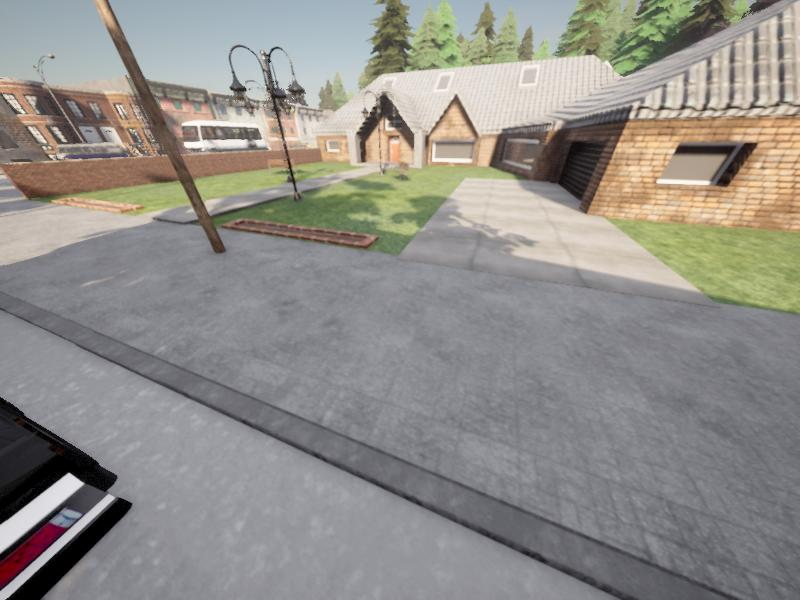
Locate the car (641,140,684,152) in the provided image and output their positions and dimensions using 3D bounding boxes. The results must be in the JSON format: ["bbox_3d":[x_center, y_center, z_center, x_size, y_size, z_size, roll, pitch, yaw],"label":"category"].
[{"bbox_3d":[57.297,-33.694,50.540,5.566,2.045,2.150,12,37,17],"label":"car"}]

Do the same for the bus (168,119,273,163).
[{"bbox_3d":[-23.616,-21.788,31.680,3.944,4.253,10.273,12,37,17],"label":"bus"}]

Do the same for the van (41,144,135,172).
[{"bbox_3d":[-28.619,-13.277,21.488,1.775,1.987,4.442,12,37,17],"label":"van"}]

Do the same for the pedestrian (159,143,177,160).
[{"bbox_3d":[-30.927,-19.830,30.814,0.751,1.860,0.751,9,36,14],"label":"pedestrian"}]

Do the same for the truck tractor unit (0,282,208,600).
[{"bbox_3d":[-5.261,-0.113,0.537,6.516,4.208,3.053,11,37,16],"label":"truck tractor unit"}]
